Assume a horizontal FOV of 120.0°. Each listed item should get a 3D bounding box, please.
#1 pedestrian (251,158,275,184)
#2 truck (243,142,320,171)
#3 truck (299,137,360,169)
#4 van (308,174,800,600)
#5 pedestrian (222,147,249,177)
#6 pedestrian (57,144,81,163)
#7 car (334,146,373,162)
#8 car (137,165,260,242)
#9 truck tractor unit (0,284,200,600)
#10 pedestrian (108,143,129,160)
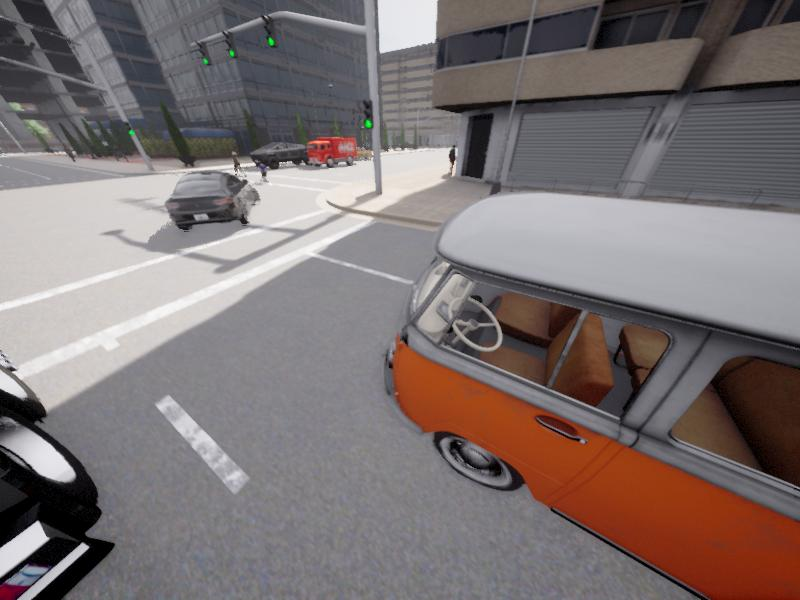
[{"bbox_3d":[-8.639,-8.154,14.604,0.751,1.300,0.751,24,42,31],"label":"pedestrian"},{"bbox_3d":[-11.380,-14.352,22.868,2.390,2.098,6.274,19,39,25],"label":"truck"},{"bbox_3d":[-6.855,-14.933,23.334,2.627,2.467,5.204,19,39,25],"label":"truck"},{"bbox_3d":[1.912,0.579,1.414,4.442,1.987,1.775,18,39,25],"label":"van"},{"bbox_3d":[-11.995,-10.077,16.906,0.751,1.860,0.751,7,36,11],"label":"pedestrian"},{"bbox_3d":[-39.071,-17.316,27.289,0.751,1.860,0.751,21,40,28],"label":"pedestrian"},{"bbox_3d":[-5.905,-19.294,30.362,1.801,1.575,5.366,19,39,26],"label":"car"},{"bbox_3d":[-6.315,-3.622,7.994,1.812,1.442,4.674,-13,37,-18],"label":"car"},{"bbox_3d":[-5.147,-0.263,0.728,6.516,4.208,3.053,17,38,23],"label":"truck tractor unit"},{"bbox_3d":[-38.044,-20.066,31.222,0.751,1.860,0.751,5,35,8],"label":"pedestrian"}]
